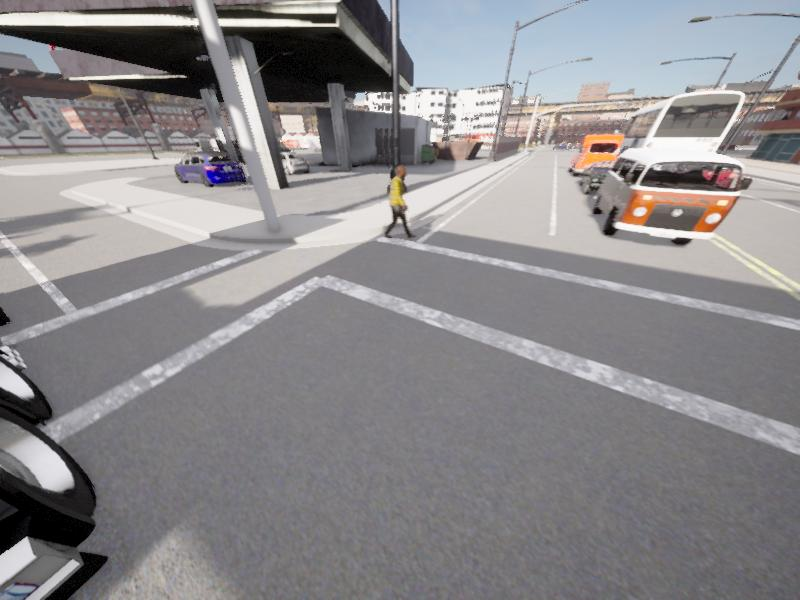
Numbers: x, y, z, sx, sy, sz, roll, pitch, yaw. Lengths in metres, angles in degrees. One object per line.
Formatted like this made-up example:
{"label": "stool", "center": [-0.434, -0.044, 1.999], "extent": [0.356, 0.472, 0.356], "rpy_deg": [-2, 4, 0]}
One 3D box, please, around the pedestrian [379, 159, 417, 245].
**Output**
{"label": "pedestrian", "center": [-0.029, -2.463, 5.869], "extent": [0.751, 1.860, 0.751], "rpy_deg": [6, 35, 9]}

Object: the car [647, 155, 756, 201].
{"label": "car", "center": [14.282, -6.118, 11.320], "extent": [1.845, 1.501, 3.633], "rpy_deg": [17, 39, 24]}

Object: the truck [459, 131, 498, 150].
{"label": "truck", "center": [20.416, -41.806, 60.509], "extent": [8.468, 3.827, 2.891], "rpy_deg": [18, 39, 25]}

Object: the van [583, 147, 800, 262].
{"label": "van", "center": [7.107, -3.092, 6.592], "extent": [2.069, 2.038, 4.480], "rpy_deg": [17, 38, 23]}

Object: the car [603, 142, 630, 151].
{"label": "car", "center": [47.852, -33.905, 51.016], "extent": [1.970, 1.475, 3.806], "rpy_deg": [-29, 44, -35]}

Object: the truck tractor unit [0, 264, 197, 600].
{"label": "truck tractor unit", "center": [-5.112, -0.300, 0.780], "extent": [6.516, 4.208, 3.053], "rpy_deg": [18, 39, 24]}

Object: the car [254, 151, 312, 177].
{"label": "car", "center": [-9.125, -10.724, 18.100], "extent": [3.806, 1.475, 1.970], "rpy_deg": [18, 39, 25]}

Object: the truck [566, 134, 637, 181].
{"label": "truck", "center": [14.058, -10.391, 16.638], "extent": [2.627, 2.467, 5.204], "rpy_deg": [18, 39, 24]}

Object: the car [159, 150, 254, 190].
{"label": "car", "center": [-11.338, -7.786, 13.618], "extent": [4.611, 1.667, 2.242], "rpy_deg": [18, 39, 25]}

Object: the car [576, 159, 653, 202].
{"label": "car", "center": [10.512, -6.247, 11.745], "extent": [1.895, 1.301, 4.718], "rpy_deg": [17, 39, 24]}

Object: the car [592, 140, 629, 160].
{"label": "car", "center": [27.667, -19.954, 30.620], "extent": [2.150, 2.045, 5.566], "rpy_deg": [16, 38, 22]}

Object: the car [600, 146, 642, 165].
{"label": "car", "center": [23.777, -15.779, 25.111], "extent": [2.038, 1.542, 4.974], "rpy_deg": [17, 38, 23]}

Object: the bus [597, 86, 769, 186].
{"label": "bus", "center": [18.178, -11.441, 16.549], "extent": [3.944, 4.253, 10.273], "rpy_deg": [18, 39, 24]}

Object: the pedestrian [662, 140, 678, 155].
{"label": "pedestrian", "center": [41.608, -23.521, 35.657], "extent": [0.751, 1.860, 0.751], "rpy_deg": [17, 38, 23]}

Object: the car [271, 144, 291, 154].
{"label": "car", "center": [-23.974, -30.690, 46.860], "extent": [1.930, 1.638, 5.238], "rpy_deg": [-4, 35, -5]}

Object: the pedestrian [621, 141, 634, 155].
{"label": "pedestrian", "center": [36.871, -24.712, 37.444], "extent": [0.751, 1.860, 0.751], "rpy_deg": [21, 40, 28]}
